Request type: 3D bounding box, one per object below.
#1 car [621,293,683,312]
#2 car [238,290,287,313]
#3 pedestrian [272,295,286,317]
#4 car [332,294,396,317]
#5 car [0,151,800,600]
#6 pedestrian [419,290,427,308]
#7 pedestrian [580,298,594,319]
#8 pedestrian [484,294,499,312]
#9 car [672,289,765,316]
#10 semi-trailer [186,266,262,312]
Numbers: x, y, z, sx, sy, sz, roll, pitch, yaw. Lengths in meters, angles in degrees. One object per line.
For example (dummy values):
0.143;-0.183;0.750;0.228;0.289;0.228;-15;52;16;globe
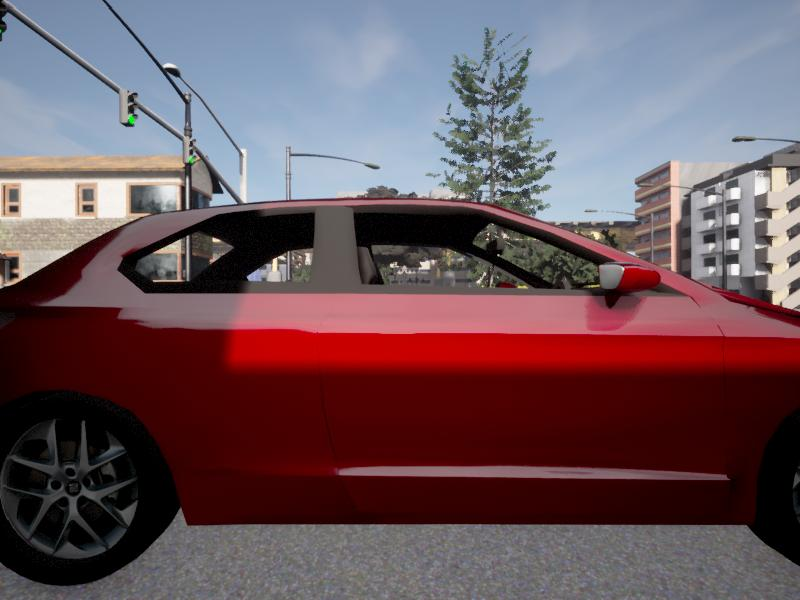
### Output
20.871;0.221;33.437;2.163;1.488;4.792;0;0;0;car
-13.025;0.114;37.730;5.566;2.045;2.150;1;1;45;car
-6.237;0.314;20.621;0.500;1.100;0.500;0;0;-41;pedestrian
-2.540;0.345;27.260;1.812;1.442;4.674;0;0;-45;car
0.276;0.255;2.204;4.193;1.474;1.816;0;0;0;car
2.481;-0.108;42.975;0.751;1.860;0.751;0;0;-3;pedestrian
9.885;0.430;21.157;0.500;1.100;0.500;0;0;-10;pedestrian
6.633;0.202;29.094;0.751;1.300;0.751;0;0;-36;pedestrian
20.807;0.147;26.503;2.152;1.651;5.027;0;0;1;car
-19.991;-1.052;44.658;14.254;4.402;2.717;0;0;45;semi-trailer
